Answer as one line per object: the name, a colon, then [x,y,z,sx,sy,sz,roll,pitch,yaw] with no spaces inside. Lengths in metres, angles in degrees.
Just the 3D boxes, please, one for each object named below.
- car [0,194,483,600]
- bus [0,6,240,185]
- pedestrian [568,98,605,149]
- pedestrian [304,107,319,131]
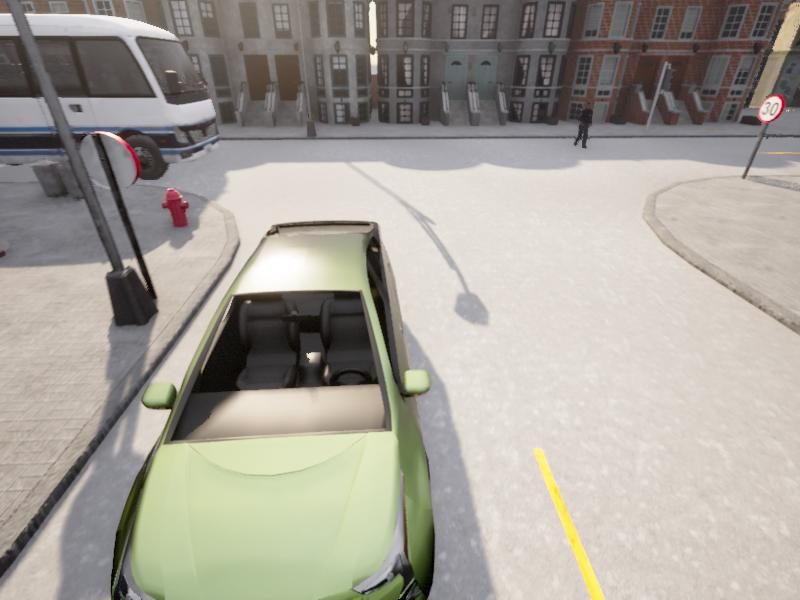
car: [-0.847,0.388,3.816,2.007,1.525,4.514,-2,30,-4]
bus: [-11.184,-6.205,12.360,10.273,4.253,3.944,-1,30,-2]
pedestrian: [7.690,-7.296,16.581,0.751,1.860,0.751,-1,30,-2]
pedestrian: [-4.532,-9.269,20.472,0.500,1.100,0.500,4,31,7]
